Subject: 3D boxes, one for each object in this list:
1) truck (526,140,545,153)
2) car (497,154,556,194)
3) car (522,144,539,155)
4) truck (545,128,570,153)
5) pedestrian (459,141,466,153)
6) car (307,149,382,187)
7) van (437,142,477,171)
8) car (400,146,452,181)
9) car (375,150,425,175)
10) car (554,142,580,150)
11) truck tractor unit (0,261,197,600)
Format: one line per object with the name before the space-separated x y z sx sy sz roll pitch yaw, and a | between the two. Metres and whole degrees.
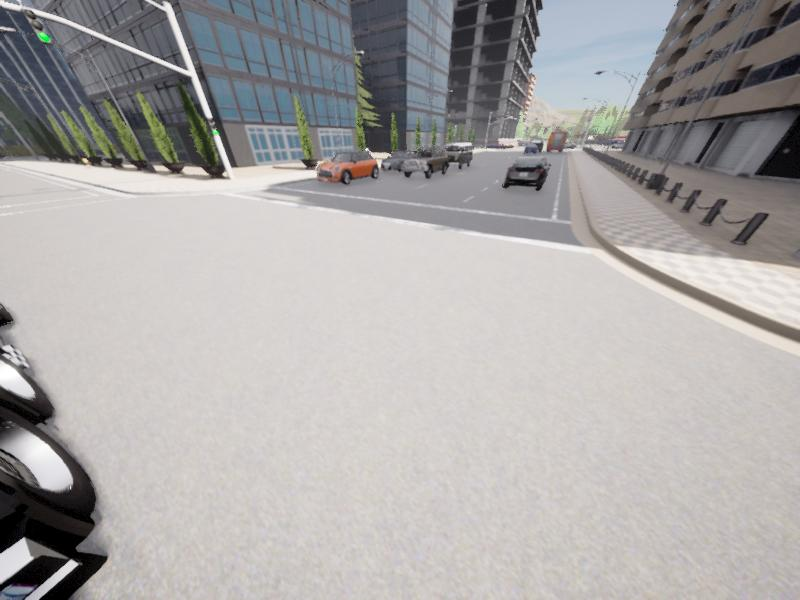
truck | 27.403 -31.099 46.723 2.390 2.098 6.274 18 39 25
car | 7.415 -7.459 13.351 2.163 1.488 4.792 18 39 25
car | 23.457 -27.016 41.365 1.882 1.535 5.008 18 39 25
truck | 32.041 -32.463 47.114 2.891 3.827 8.468 18 39 24
pedestrian | 12.006 -29.295 44.225 0.751 1.860 0.751 22 40 29
car | -3.409 -8.853 15.242 2.097 1.767 4.553 18 39 25
van | 5.453 -13.632 21.814 2.069 2.038 4.480 18 39 25
car | 2.009 -10.216 17.064 1.932 1.855 4.605 18 39 25
car | 0.132 -12.162 20.227 2.128 1.511 4.902 18 39 25
car | 42.975 -39.766 59.587 4.974 1.542 2.038 18 39 24
truck tractor unit | -5.114 -0.295 0.788 6.516 4.208 3.053 18 39 24
